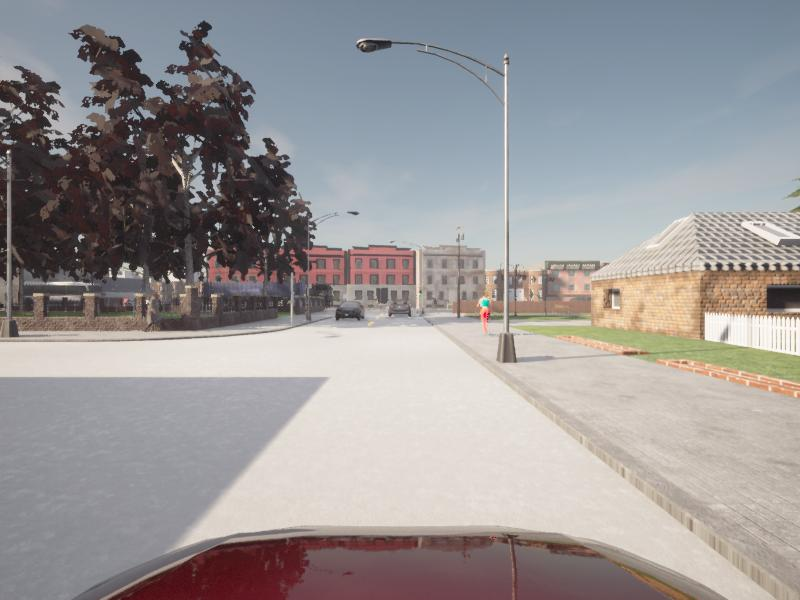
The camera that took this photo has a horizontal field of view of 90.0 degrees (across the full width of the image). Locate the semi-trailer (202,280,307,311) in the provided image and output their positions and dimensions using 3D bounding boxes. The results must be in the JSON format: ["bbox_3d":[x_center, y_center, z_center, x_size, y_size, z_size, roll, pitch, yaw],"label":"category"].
[{"bbox_3d":[-21.082,-0.620,58.377,14.254,4.402,2.717,0,0,0],"label":"semi-trailer"}]

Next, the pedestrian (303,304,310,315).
[{"bbox_3d":[-9.211,0.913,39.395,0.500,1.100,0.500,0,0,0],"label":"pedestrian"}]

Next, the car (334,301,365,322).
[{"bbox_3d":[-3.932,0.823,32.016,1.882,1.535,5.008,0,0,0],"label":"car"}]

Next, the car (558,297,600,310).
[{"bbox_3d":[27.832,0.568,62.390,5.566,2.045,2.150,0,0,0],"label":"car"}]

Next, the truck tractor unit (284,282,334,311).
[{"bbox_3d":[-13.166,-0.518,58.375,6.516,4.208,3.053,0,0,0],"label":"truck tractor unit"}]

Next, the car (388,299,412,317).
[{"bbox_3d":[0.008,0.757,40.254,2.242,1.667,4.611,0,0,1],"label":"car"}]

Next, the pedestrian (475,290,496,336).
[{"bbox_3d":[3.568,0.533,16.723,0.751,1.860,0.751,0,0,1],"label":"pedestrian"}]

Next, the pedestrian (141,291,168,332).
[{"bbox_3d":[-11.299,0.534,18.435,0.751,1.860,0.751,0,0,0],"label":"pedestrian"}]

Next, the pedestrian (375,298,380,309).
[{"bbox_3d":[-3.763,0.533,67.114,0.751,1.860,0.751,0,0,1],"label":"pedestrian"}]

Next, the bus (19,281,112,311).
[{"bbox_3d":[-48.678,-0.532,58.492,10.273,4.253,3.944,0,0,0],"label":"bus"}]
